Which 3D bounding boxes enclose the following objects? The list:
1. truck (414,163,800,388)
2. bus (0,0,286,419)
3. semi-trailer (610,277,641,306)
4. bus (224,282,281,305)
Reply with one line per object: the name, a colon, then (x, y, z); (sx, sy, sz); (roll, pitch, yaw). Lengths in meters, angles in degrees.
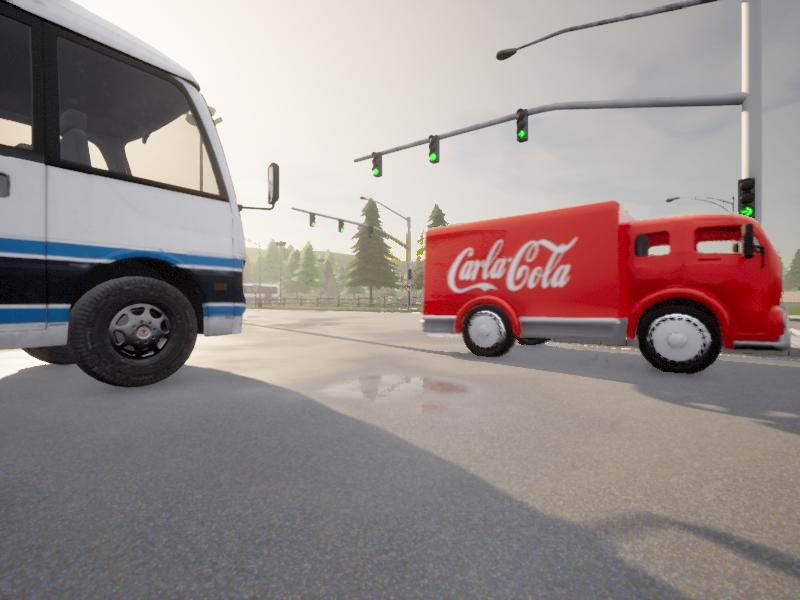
truck: (3.140, -0.230, 7.016); (5.204, 2.467, 2.627); (-1, -1, 38)
bus: (-6.262, -1.134, 2.715); (3.944, 4.253, 10.273); (0, 0, 37)
semi-trailer: (38.079, -1.218, 67.318); (2.717, 4.402, 14.254); (0, 0, 37)
bus: (-29.146, -1.135, 79.578); (3.944, 4.253, 10.273); (0, 0, 37)
